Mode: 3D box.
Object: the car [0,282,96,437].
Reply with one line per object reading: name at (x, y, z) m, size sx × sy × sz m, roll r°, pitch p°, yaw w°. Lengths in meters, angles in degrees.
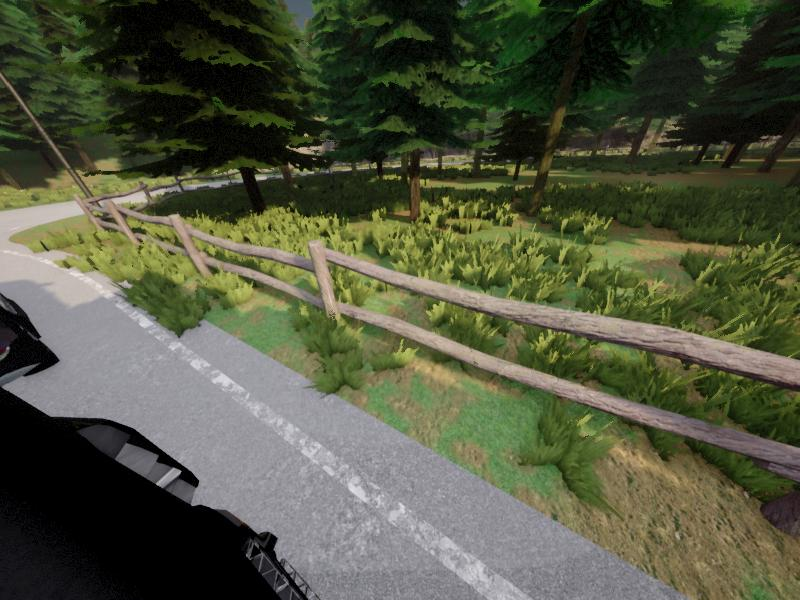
car at (-6.247, 0.276, 2.532) m, size 4.856 × 1.649 × 2.033 m, roll 14°, pitch 37°, yaw 24°
